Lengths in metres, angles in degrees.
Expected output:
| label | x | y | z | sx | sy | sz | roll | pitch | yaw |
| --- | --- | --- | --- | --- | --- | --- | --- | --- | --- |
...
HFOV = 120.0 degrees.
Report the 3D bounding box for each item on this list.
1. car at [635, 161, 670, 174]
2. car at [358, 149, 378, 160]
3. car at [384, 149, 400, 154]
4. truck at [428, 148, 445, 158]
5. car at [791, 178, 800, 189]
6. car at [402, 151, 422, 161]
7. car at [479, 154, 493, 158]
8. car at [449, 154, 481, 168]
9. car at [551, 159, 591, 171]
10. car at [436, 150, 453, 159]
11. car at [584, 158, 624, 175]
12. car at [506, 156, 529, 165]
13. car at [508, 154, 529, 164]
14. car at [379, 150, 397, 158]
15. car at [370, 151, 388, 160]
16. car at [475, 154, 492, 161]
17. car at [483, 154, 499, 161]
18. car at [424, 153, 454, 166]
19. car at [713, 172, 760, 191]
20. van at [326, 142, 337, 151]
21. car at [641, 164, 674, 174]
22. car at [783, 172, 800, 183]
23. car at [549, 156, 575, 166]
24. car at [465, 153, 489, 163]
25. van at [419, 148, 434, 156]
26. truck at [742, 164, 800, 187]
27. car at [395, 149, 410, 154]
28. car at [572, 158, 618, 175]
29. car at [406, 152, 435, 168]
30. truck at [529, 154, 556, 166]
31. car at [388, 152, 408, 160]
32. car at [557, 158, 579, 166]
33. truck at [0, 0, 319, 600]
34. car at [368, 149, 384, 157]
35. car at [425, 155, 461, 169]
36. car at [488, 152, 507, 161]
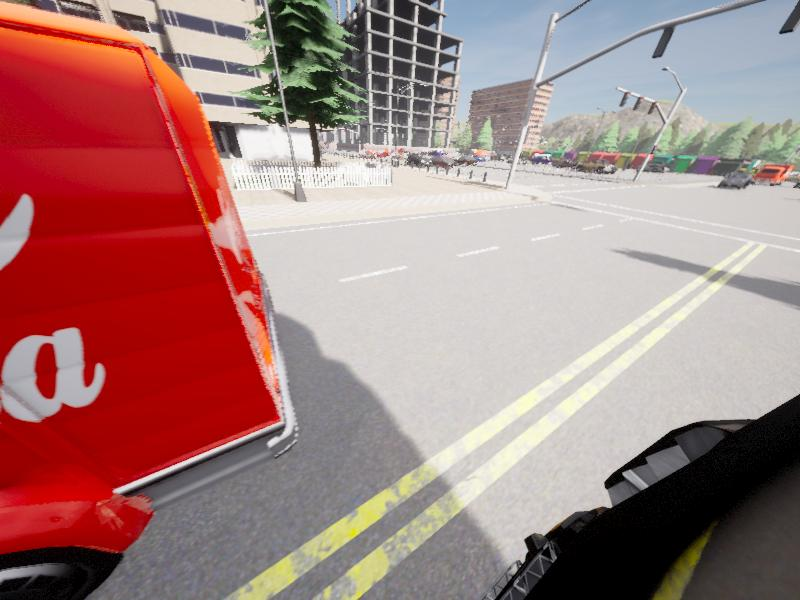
| label | x | y | z | sx | sy | sz | roll | pitch | yaw |
| --- | --- | --- | --- | --- | --- | --- | --- | --- | --- |
| car | 48.635 | -25.659 | 44.618 | 1.905 | 1.878 | 3.866 | -16 | 38 | -26 |
| car | -6.106 | -27.710 | 43.935 | 2.038 | 1.542 | 4.974 | -16 | 38 | -26 |
| car | -2.930 | -52.147 | 81.024 | 5.357 | 1.411 | 2.033 | -16 | 38 | -26 |
| truck | 9.687 | -39.552 | 62.313 | 2.069 | 2.038 | 4.478 | -16 | 38 | -26 |
| car | 52.498 | -14.926 | 29.229 | 5.027 | 1.651 | 2.152 | -15 | 37 | -25 |
| car | 2.541 | -30.661 | 49.165 | 1.812 | 1.442 | 4.674 | -16 | 38 | -26 |
| car | 33.375 | -55.823 | 89.548 | 5.357 | 1.411 | 2.033 | -16 | 38 | -26 |
| car | 10.539 | -22.814 | 37.870 | 1.882 | 1.535 | 5.008 | -16 | 38 | -26 |
| car | 30.797 | -24.516 | 41.891 | 2.033 | 1.415 | 5.357 | -16 | 38 | -26 |
| car | 12.153 | -40.216 | 63.682 | 1.932 | 1.855 | 4.605 | -16 | 38 | -26 |
| car | 31.674 | -20.848 | 36.001 | 1.905 | 1.878 | 3.866 | -16 | 38 | -26 |
| car | 25.282 | -29.983 | 49.718 | 1.970 | 1.475 | 3.806 | -16 | 38 | -26 |
| car | 29.594 | -35.485 | 57.935 | 1.905 | 1.878 | 3.866 | -16 | 38 | -26 |
| car | -3.020 | -36.132 | 57.027 | 2.033 | 1.411 | 5.357 | -16 | 38 | -26 |
| car | -4.396 | -29.758 | 47.383 | 1.895 | 1.301 | 4.718 | -16 | 38 | -26 |
| car | 22.732 | -38.891 | 62.965 | 1.970 | 1.475 | 3.806 | -16 | 38 | -26 |
| car | 25.238 | -39.624 | 64.214 | 1.784 | 1.438 | 3.905 | -16 | 38 | -26 |
| car | 6.290 | -23.140 | 38.074 | 2.163 | 1.488 | 4.792 | -16 | 38 | -26 |
| car | 35.615 | -12.590 | 24.439 | 3.633 | 1.501 | 1.845 | -15 | 38 | -25 |
| van | -26.912 | -60.162 | 90.460 | 2.351 | 2.431 | 6.366 | -16 | 38 | -26 |
| car | 51.135 | -26.161 | 46.009 | 1.970 | 1.475 | 3.806 | -16 | 38 | -26 |
| car | 73.324 | -22.586 | 42.528 | 5.366 | 1.575 | 1.801 | -15 | 37 | -25 |
| car | 39.868 | -34.356 | 57.046 | 1.932 | 1.855 | 4.605 | -16 | 38 | -26 |
| car | 17.203 | -31.865 | 51.785 | 2.242 | 1.667 | 4.611 | -16 | 38 | -26 |
| van | 8.928 | -49.054 | 76.811 | 4.480 | 2.038 | 2.069 | -16 | 38 | -26 |
| truck | 49.708 | -16.744 | 30.975 | 5.204 | 2.467 | 2.627 | -15 | 38 | -25 |
| car | 0.783 | -51.085 | 79.468 | 4.892 | 1.490 | 1.837 | -16 | 38 | -26 |
| car | 29.142 | -20.170 | 34.771 | 1.932 | 1.855 | 4.605 | -16 | 38 | -26 |
| car | 2.687 | -19.061 | 31.514 | 1.851 | 1.617 | 3.988 | -16 | 38 | -26 |
| truck | 32.791 | -32.400 | 53.356 | 2.069 | 2.038 | 4.478 | -16 | 38 | -26 |
| car | -0.507 | -29.765 | 47.704 | 1.895 | 1.301 | 4.718 | -16 | 38 | -26 |
| car | 42.397 | -34.857 | 58.384 | 1.784 | 1.438 | 3.905 | -16 | 38 | -26 |
| truck | -3.474 | 0.393 | 0.862 | 5.204 | 2.467 | 2.627 | -16 | 38 | -26 |
| car | -5.754 | -35.000 | 55.055 | 1.812 | 1.442 | 4.674 | -16 | 38 | -26 |
| car | 5.951 | -19.590 | 32.766 | 2.033 | 1.411 | 5.357 | -16 | 38 | -26 |
| car | 27.544 | -40.480 | 65.309 | 1.932 | 1.855 | 4.605 | -16 | 38 | -26 |
